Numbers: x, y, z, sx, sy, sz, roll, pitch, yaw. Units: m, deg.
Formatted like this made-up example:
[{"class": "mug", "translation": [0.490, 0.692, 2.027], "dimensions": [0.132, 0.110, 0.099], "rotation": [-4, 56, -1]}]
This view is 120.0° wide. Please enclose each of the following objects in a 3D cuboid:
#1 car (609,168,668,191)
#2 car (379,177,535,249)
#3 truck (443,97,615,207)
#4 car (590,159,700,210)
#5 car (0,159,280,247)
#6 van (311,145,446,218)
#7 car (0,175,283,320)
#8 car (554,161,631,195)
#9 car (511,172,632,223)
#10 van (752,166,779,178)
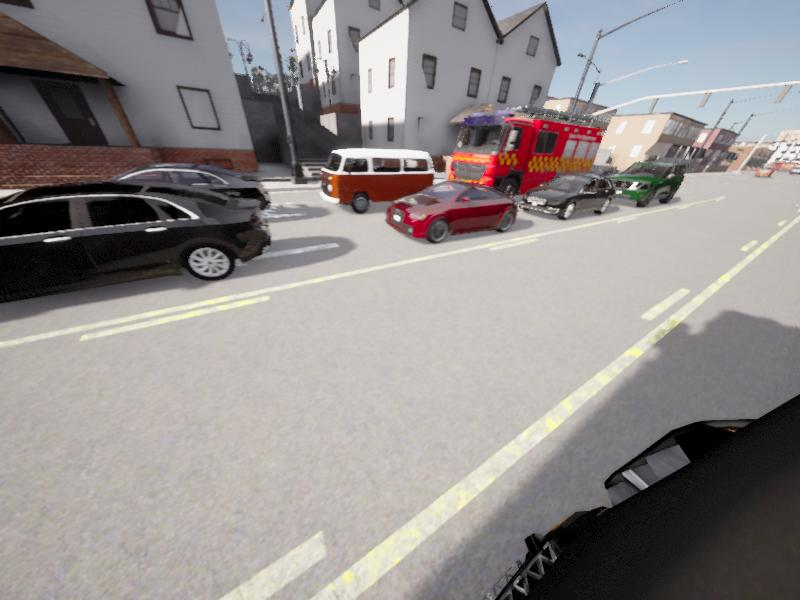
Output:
[{"class": "car", "translation": [20.938, -10.654, 20.243], "dimensions": [5.357, 1.411, 2.033], "rotation": [-19, 40, -30]}, {"class": "car", "translation": [1.687, -2.871, 7.108], "dimensions": [4.181, 1.385, 1.994], "rotation": [-15, 38, -24]}, {"class": "truck", "translation": [6.827, -7.600, 12.367], "dimensions": [8.468, 3.827, 2.891], "rotation": [-16, 38, -26]}, {"class": "car", "translation": [13.787, -6.600, 13.029], "dimensions": [5.566, 2.045, 2.150], "rotation": [-16, 38, -26]}, {"class": "car", "translation": [-6.338, -2.907, 6.392], "dimensions": [4.902, 1.511, 2.128], "rotation": [-16, 38, -26]}, {"class": "van", "translation": [-0.761, -4.711, 9.054], "dimensions": [4.480, 2.038, 2.069], "rotation": [-16, 38, -26]}, {"class": "car", "translation": [-4.879, -1.070, 3.783], "dimensions": [4.892, 1.490, 1.837], "rotation": [-16, 38, -26]}, {"class": "car", "translation": [13.659, -8.710, 16.392], "dimensions": [4.553, 1.767, 2.097], "rotation": [-16, 38, -26]}, {"class": "car", "translation": [7.398, -4.558, 9.969], "dimensions": [4.892, 1.490, 1.837], "rotation": [-16, 38, -26]}, {"class": "van", "translation": [73.679, -25.847, 46.583], "dimensions": [4.442, 1.987, 1.775], "rotation": [-16, 38, -26]}]
